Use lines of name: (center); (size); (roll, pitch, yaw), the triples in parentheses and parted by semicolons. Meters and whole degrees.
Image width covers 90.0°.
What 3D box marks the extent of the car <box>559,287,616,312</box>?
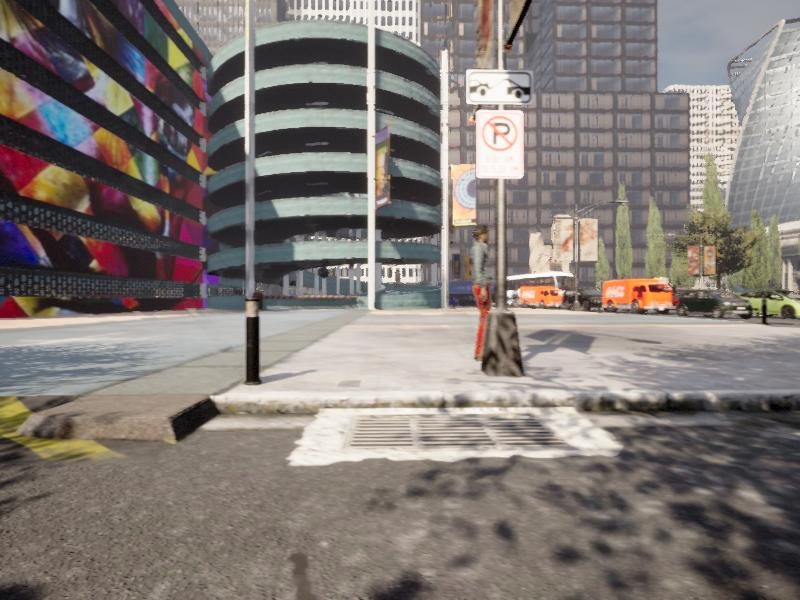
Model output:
car: (16.635, -0.037, 35.852); (2.150, 2.045, 5.566); (0, 0, -5)

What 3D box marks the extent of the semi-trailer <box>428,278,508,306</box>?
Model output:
semi-trailer: (11.205, -1.234, 68.331); (14.254, 4.402, 2.717); (0, -1, 42)

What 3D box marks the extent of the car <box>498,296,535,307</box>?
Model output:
car: (16.723, 0.245, 57.609); (2.163, 1.488, 4.792); (0, 0, -32)

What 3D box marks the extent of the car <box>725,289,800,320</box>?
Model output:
car: (20.597, 0.222, 21.791); (2.007, 1.525, 4.514); (0, 0, -1)

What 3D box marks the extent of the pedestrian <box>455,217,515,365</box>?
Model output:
pedestrian: (1.148, -0.115, 5.478); (0.751, 1.860, 0.751); (0, 0, 10)

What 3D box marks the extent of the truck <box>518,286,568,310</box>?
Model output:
truck: (15.452, -0.270, 43.637); (2.627, 2.467, 5.204); (0, 2, -16)

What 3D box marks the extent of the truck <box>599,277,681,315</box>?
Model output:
truck: (16.922, -0.249, 28.618); (2.627, 2.467, 5.204); (0, 0, -2)

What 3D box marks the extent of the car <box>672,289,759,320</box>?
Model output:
car: (17.084, 0.209, 21.892); (1.789, 1.549, 3.705); (0, 0, -1)

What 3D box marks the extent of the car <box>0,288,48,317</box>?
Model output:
car: (-22.533, 0.123, 21.756); (4.902, 1.511, 2.128); (0, 0, -1)

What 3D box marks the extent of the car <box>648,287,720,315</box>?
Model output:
car: (20.420, 0.046, 29.048); (1.932, 1.855, 4.605); (0, 0, -2)

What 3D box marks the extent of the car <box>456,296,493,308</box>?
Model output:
car: (10.158, 0.232, 54.914); (2.128, 1.511, 4.902); (0, 0, -38)

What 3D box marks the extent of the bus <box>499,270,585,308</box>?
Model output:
bus: (17.237, -1.132, 49.800); (3.944, 4.253, 10.273); (0, -1, -25)

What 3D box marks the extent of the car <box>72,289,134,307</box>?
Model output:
car: (-35.136, -0.218, 47.454); (5.566, 2.045, 2.435); (0, 0, -1)

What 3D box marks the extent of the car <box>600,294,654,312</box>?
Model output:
car: (20.092, 0.222, 35.690); (2.007, 1.525, 4.514); (0, 0, -5)
